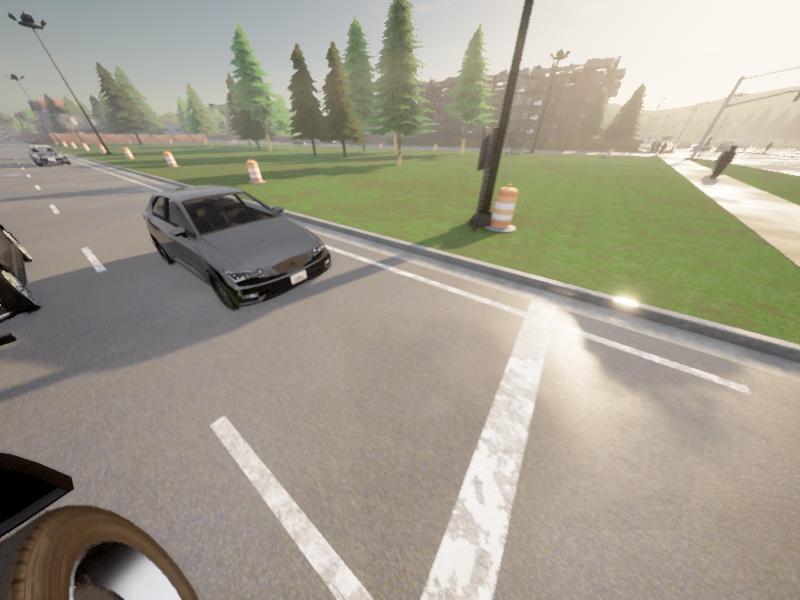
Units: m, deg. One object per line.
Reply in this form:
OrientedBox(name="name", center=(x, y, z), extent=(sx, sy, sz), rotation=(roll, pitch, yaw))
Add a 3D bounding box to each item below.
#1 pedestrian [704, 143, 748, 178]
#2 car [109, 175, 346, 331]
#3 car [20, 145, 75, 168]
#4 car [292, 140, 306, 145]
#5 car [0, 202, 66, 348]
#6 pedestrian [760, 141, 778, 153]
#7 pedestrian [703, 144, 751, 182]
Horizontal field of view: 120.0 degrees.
OrientedBox(name="pedestrian", center=(20.834, -8.934, 14.827), extent=(0.751, 1.860, 0.751), rotation=(26, 43, 32))
OrientedBox(name="car", center=(-3.290, -1.298, 4.438), extent=(4.193, 1.474, 1.816), rotation=(22, 41, 28))
OrientedBox(name="car", center=(-31.098, -12.706, 20.366), extent=(3.806, 1.475, 1.970), rotation=(22, 41, 28))
OrientedBox(name="car", center=(-33.427, -52.115, 76.351), extent=(4.718, 1.301, 1.895), rotation=(22, 41, 28))
OrientedBox(name="car", center=(-7.444, -0.593, 3.371), extent=(4.902, 1.511, 2.128), rotation=(23, 41, 28))
OrientedBox(name="pedestrian", center=(67.295, -27.938, 42.161), extent=(0.751, 1.860, 0.751), rotation=(25, 42, 30))
OrientedBox(name="pedestrian", center=(19.201, -8.112, 13.648), extent=(0.751, 1.860, 0.751), rotation=(27, 43, 32))
